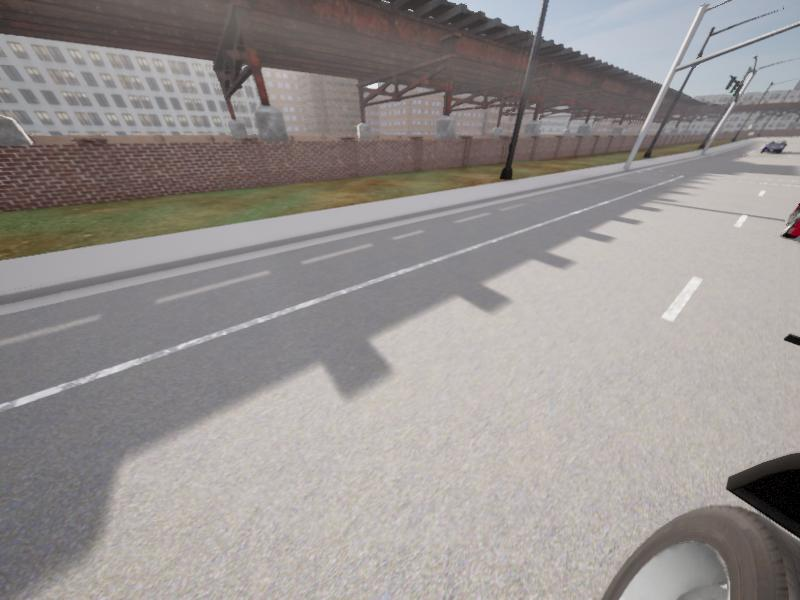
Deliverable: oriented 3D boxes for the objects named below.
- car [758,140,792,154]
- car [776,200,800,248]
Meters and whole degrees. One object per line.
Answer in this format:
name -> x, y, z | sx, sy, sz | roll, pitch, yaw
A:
car -> 50.872, -20.785, 31.335 | 3.633, 1.501, 1.845 | -23, 41, -27
car -> 11.799, -2.215, 5.742 | 4.181, 1.385, 1.994 | -22, 41, -28
